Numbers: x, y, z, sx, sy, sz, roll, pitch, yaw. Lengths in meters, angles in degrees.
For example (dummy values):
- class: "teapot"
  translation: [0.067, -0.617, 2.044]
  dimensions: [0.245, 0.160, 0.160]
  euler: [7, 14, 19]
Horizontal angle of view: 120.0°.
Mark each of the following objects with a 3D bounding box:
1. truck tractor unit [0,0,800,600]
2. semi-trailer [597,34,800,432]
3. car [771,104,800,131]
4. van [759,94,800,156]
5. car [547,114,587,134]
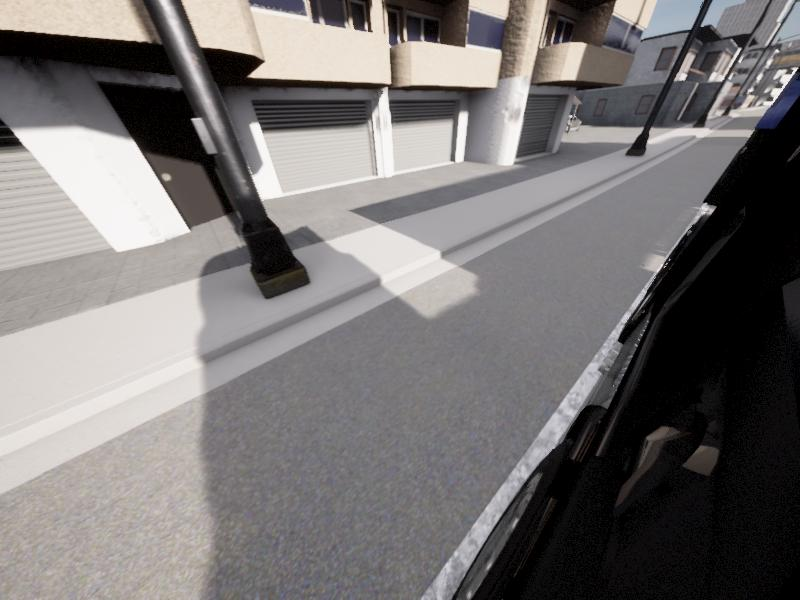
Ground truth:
- class: "truck tractor unit"
  translation: [2.645, -0.295, 0.351]
  dimensions: [6.516, 4.208, 3.053]
  euler: [-28, 44, -30]
- class: "semi-trailer"
  translation: [8.751, -3.593, 4.138]
  dimensions: [14.254, 4.402, 2.717]
  euler: [-28, 44, -29]
- class: "car"
  translation: [33.187, -15.162, 19.056]
  dimensions: [4.902, 1.511, 2.128]
  euler: [-29, 44, -27]
- class: "van"
  translation: [22.350, -9.565, 12.361]
  dimensions: [6.366, 2.431, 2.351]
  euler: [-29, 44, -28]
- class: "car"
  translation: [18.705, -19.735, 25.890]
  dimensions: [3.806, 1.475, 1.970]
  euler: [-29, 44, -27]
